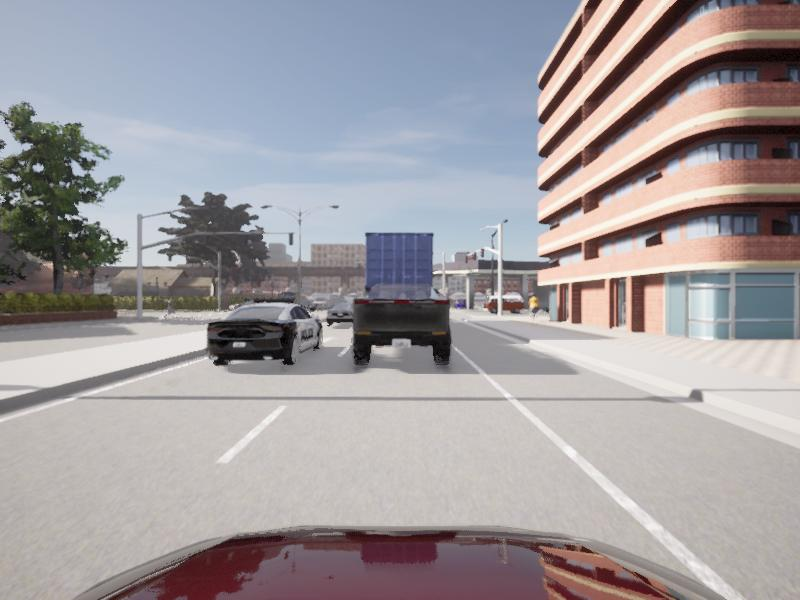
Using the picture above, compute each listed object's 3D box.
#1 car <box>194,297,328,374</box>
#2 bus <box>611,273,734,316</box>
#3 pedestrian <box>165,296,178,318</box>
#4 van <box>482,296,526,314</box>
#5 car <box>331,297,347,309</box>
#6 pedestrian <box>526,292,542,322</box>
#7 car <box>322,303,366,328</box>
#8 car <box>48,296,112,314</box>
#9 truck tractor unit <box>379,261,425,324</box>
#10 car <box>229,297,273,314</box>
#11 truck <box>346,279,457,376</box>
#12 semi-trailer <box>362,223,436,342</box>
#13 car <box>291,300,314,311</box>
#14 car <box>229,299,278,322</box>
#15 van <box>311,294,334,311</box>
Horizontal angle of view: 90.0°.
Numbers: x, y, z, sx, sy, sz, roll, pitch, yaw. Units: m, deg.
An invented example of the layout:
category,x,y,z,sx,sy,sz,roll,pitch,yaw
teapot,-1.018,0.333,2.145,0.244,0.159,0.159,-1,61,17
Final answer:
category,x,y,z,sx,sy,sz,roll,pitch,yaw
car,-3.453,0.766,11.201,1.930,1.638,5.238,0,0,0
bus,28.544,-0.555,42.317,10.273,4.253,3.944,0,0,0
pedestrian,-19.475,0.621,34.107,0.751,1.860,0.751,0,0,-13
van,11.811,0.549,45.512,4.480,2.038,2.069,0,0,-1
car,-11.180,0.533,73.967,2.150,2.045,5.566,0,0,0
pedestrian,8.525,0.450,25.466,0.751,1.860,0.751,0,0,2
car,-3.393,0.883,25.328,2.033,1.411,5.357,0,0,0
car,-36.446,0.546,45.708,5.566,2.045,2.150,0,0,0
truck tractor unit,0.132,-0.532,29.805,3.053,4.208,6.516,0,0,0
car,-17.798,0.626,47.938,1.932,1.855,4.605,2,2,42
truck,0.078,0.559,11.787,2.390,2.098,6.274,0,1,1
semi-trailer,0.064,-0.633,21.894,2.717,4.402,14.254,0,0,1
car,-14.736,0.751,60.782,2.152,1.651,5.027,0,0,0
car,-11.363,0.762,31.378,2.033,1.649,4.856,0,0,0
van,-11.188,0.350,58.169,2.351,2.431,6.366,0,0,-2
